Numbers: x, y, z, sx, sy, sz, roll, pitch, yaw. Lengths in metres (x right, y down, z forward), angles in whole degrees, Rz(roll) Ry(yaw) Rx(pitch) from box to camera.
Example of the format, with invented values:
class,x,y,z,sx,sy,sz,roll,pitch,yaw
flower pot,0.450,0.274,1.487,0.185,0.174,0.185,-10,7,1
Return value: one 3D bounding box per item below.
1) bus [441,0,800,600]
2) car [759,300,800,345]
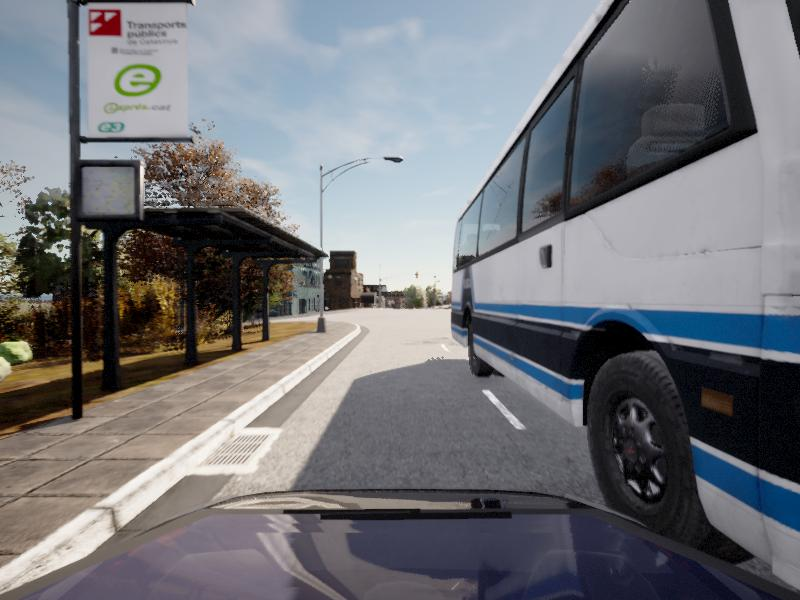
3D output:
class,x,y,z,sx,sy,sz,roll,pitch,yaw
bus,3.121,-0.535,6.038,3.944,4.253,10.273,0,0,0
car,16.732,0.838,15.447,5.366,1.575,1.946,1,0,-20
